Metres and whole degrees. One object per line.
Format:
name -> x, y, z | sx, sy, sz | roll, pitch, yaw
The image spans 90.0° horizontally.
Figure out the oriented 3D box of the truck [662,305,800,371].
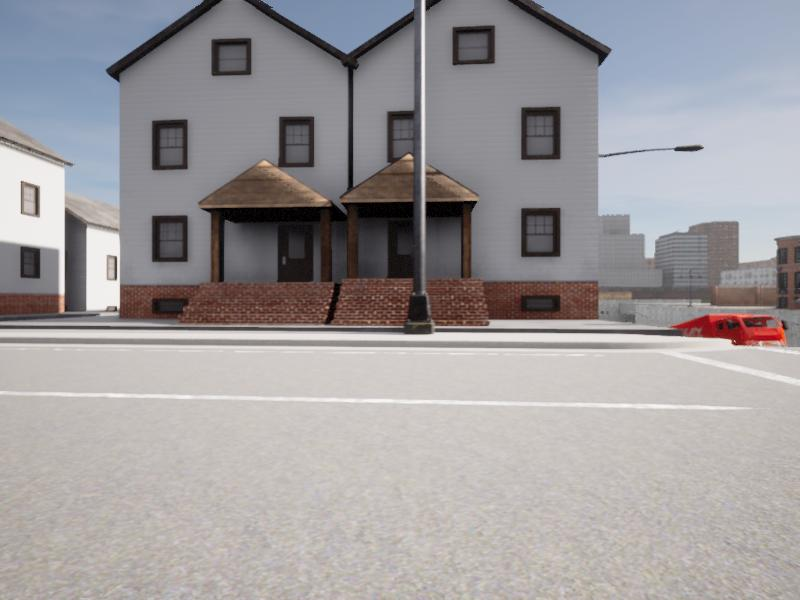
truck -> 15.815, 2.028, 19.542 | 2.627, 2.467, 5.204 | -1, -14, 4
